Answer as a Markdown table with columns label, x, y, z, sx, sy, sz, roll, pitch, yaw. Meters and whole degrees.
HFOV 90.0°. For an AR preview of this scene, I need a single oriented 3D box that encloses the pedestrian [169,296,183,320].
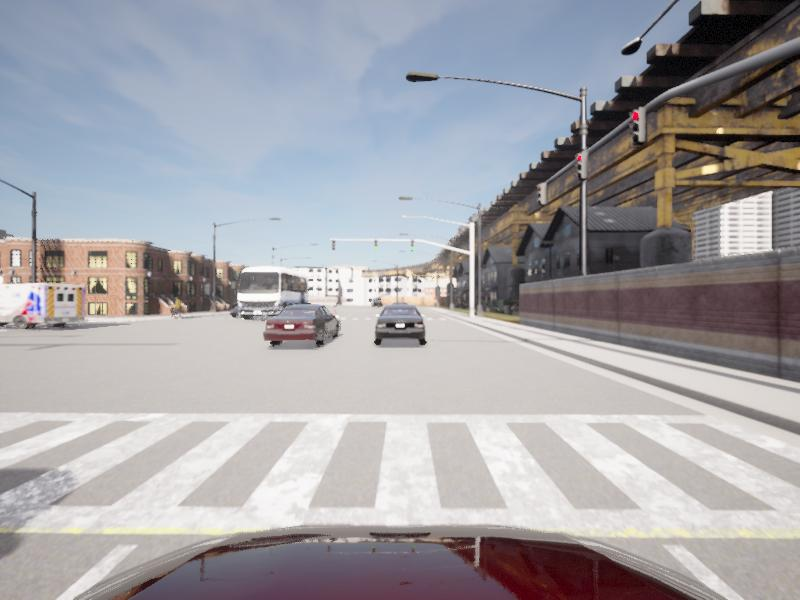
| label | x | y | z | sx | sy | sz | roll | pitch | yaw |
| --- | --- | --- | --- | --- | --- | --- | --- | --- | --- |
| pedestrian | -18.023 | 0.639 | 32.206 | 0.751 | 1.860 | 0.751 | 0 | 0 | 1 |

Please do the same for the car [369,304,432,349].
| label | x | y | z | sx | sy | sz | roll | pitch | yaw |
| --- | --- | --- | --- | --- | --- | --- | --- | --- | --- |
| car | 0.008 | 0.896 | 15.666 | 2.033 | 1.411 | 5.357 | 0 | 0 | 0 |

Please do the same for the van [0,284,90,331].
| label | x | y | z | sx | sy | sz | roll | pitch | yaw |
| --- | --- | --- | --- | --- | --- | --- | --- | --- | --- |
| van | -21.013 | 0.379 | 22.143 | 6.366 | 2.431 | 2.351 | 0 | 0 | 8 |

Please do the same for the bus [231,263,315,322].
| label | x | y | z | sx | sy | sz | roll | pitch | yaw |
| --- | --- | --- | --- | --- | --- | --- | --- | --- | --- |
| bus | -10.362 | -0.530 | 34.277 | 3.944 | 4.253 | 10.273 | 0 | 0 | 0 |

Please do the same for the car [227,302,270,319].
| label | x | y | z | sx | sy | sz | roll | pitch | yaw |
| --- | --- | --- | --- | --- | --- | --- | --- | --- | --- |
| car | -13.989 | 0.897 | 37.323 | 2.033 | 1.411 | 5.357 | 0 | 0 | 0 |

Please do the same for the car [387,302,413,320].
| label | x | y | z | sx | sy | sz | roll | pitch | yaw |
| --- | --- | --- | --- | --- | --- | --- | --- | --- | --- |
| car | 0.017 | 0.897 | 34.589 | 2.033 | 1.411 | 5.357 | 0 | 0 | 0 |

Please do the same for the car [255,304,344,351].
| label | x | y | z | sx | sy | sz | roll | pitch | yaw |
| --- | --- | --- | --- | --- | --- | --- | --- | --- | --- |
| car | -3.492 | 0.896 | 15.121 | 2.033 | 1.411 | 5.357 | 0 | 0 | 0 |
